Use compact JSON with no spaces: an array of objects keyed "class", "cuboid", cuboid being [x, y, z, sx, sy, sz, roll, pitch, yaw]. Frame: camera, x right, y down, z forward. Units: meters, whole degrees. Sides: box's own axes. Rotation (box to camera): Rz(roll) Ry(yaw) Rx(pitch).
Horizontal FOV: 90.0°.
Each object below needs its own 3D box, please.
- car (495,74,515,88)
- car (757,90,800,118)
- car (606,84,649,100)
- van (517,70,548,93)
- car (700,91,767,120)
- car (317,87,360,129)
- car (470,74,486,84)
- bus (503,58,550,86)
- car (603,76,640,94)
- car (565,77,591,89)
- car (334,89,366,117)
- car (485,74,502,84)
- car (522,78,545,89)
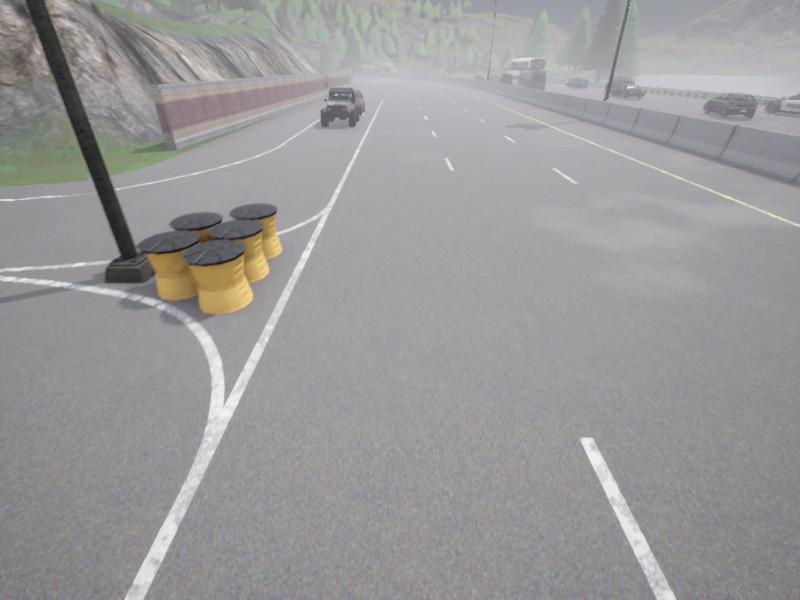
[{"class":"car","cuboid":[17.267,-36.176,65.966,1.905,1.878,3.866,-2,30,-3]},{"class":"car","cuboid":[27.966,-13.571,27.676,2.038,1.542,4.974,0,30,0]},{"class":"car","cuboid":[24.501,-22.584,43.315,1.895,1.301,4.718,0,30,0]},{"class":"van","cuboid":[17.504,-29.022,53.058,1.988,2.561,5.915,0,30,0]},{"class":"car","cuboid":[22.855,-13.531,27.667,1.816,1.474,4.193,7,31,11]},{"class":"car","cuboid":[-3.499,-11.363,23.538,1.905,1.878,3.866,0,30,0]},{"class":"car","cuboid":[15.542,-44.256,80.072,1.789,1.549,3.705,-5,31,-9]},{"class":"bus","cuboid":[23.268,-42.608,74.594,3.944,4.253,10.273,-4,31,-7]},{"class":"car","cuboid":[27.975,-27.232,50.684,1.932,1.855,4.605,0,30,0]},{"class":"car","cuboid":[27.923,-34.168,62.953,2.007,1.525,4.514,-1,30,-2]},{"class":"car","cuboid":[-3.498,-14.195,28.711,1.789,1.549,3.705,0,30,0]},{"class":"car","cuboid":[18.934,-44.722,80.908,1.851,1.617,3.988,-5,31,-9]},{"class":"car","cuboid":[20.924,-34.026,62.853,1.895,1.301,4.718,-1,30,-2]}]
